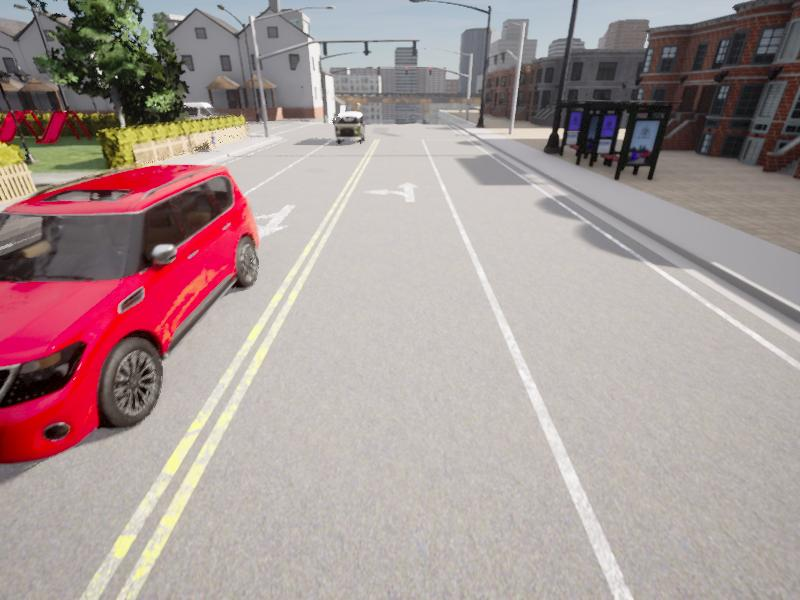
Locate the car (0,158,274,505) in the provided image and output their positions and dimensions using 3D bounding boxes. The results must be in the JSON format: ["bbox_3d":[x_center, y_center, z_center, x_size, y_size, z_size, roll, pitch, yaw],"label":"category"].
[{"bbox_3d":[-3.707,-0.464,5.367,2.150,2.045,5.566,0,27,0],"label":"car"}]

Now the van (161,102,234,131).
[{"bbox_3d":[-20.280,-18.522,40.285,5.915,2.561,1.988,0,27,0],"label":"van"}]

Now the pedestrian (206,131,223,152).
[{"bbox_3d":[-10.633,-9.108,22.997,0.500,1.100,0.500,3,27,6],"label":"pedestrian"}]

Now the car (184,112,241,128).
[{"bbox_3d":[-20.358,-19.665,43.639,4.974,1.542,2.038,0,27,1],"label":"car"}]

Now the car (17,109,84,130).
[{"bbox_3d":[-35.358,-18.303,40.595,4.605,1.855,1.932,0,27,1],"label":"car"}]

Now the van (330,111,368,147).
[{"bbox_3d":[-3.511,-12.282,28.579,2.069,2.038,4.480,0,27,0],"label":"van"}]
